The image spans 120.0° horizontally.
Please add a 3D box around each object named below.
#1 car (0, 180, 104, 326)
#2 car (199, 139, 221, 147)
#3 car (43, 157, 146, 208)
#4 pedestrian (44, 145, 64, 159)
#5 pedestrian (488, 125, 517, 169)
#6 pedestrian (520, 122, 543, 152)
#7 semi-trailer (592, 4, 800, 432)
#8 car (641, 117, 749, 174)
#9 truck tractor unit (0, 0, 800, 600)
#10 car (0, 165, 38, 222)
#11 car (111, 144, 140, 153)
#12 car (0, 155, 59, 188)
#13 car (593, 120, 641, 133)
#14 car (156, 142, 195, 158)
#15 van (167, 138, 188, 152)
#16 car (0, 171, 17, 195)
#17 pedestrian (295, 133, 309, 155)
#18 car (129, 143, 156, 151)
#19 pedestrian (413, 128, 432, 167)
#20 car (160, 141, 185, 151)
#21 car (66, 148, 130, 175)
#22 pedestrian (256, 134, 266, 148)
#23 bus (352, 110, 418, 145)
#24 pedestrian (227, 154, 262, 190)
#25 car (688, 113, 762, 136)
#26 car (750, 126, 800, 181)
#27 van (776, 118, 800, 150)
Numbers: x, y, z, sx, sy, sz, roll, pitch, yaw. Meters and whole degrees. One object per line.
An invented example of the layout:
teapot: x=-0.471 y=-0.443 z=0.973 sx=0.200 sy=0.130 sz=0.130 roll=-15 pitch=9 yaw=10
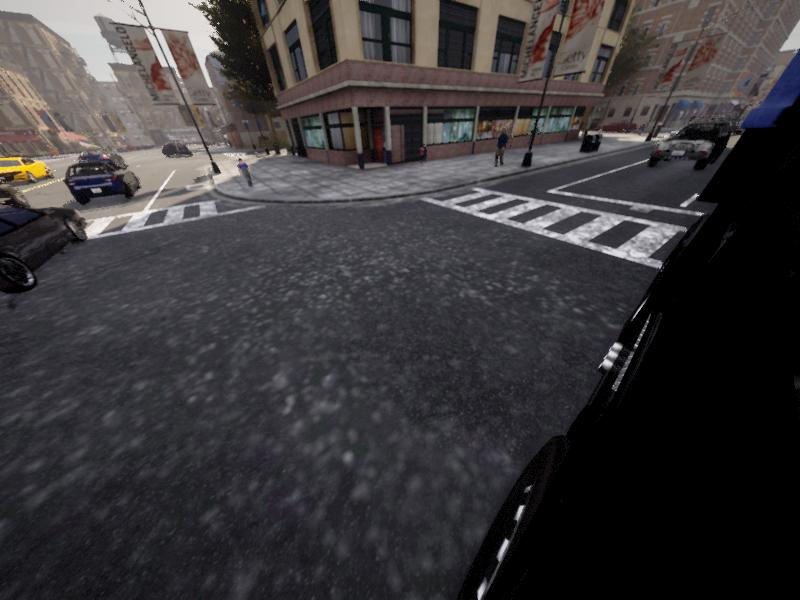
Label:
car: x=-8.495 y=-1.088 z=4.507 sx=2.033 sy=1.411 sz=5.357 roll=-25 pitch=42 yaw=-26
car: x=-49.646 y=-41.213 z=60.516 sx=2.163 sy=1.488 sz=4.792 roll=-6 pitch=37 yaw=-4
car: x=-14.175 y=-5.801 z=11.083 sx=1.816 sy=1.474 sz=4.193 roll=-25 pitch=42 yaw=-27
pedestrian: x=-57.644 y=-24.713 z=38.499 sx=0.751 sy=1.860 sz=0.751 roll=-19 pitch=40 yaw=-20
pedestrian: x=5.289 y=-7.956 z=12.042 sx=0.751 sy=1.860 sz=0.751 roll=-28 pitch=44 yaw=-30
pedestrian: x=10.150 y=-12.588 z=17.879 sx=0.751 sy=1.860 sz=0.751 roll=-18 pitch=40 yaw=-19
semi-trailer: x=9.017 y=-3.376 z=3.870 sx=14.254 sy=4.402 sz=2.717 roll=-24 pitch=42 yaw=-26
car: x=14.366 y=-7.622 z=11.274 sx=4.605 sy=1.855 sz=1.932 roll=-25 pitch=42 yaw=-26
truck tractor unit: x=2.645 y=-0.295 z=0.351 sx=6.516 sy=4.208 sz=3.053 roll=-28 pitch=44 yaw=-30
car: x=-15.955 y=-3.731 z=8.105 sx=1.905 sy=1.878 sz=3.866 roll=-25 pitch=42 yaw=-26
car: x=-61.618 y=-34.204 z=52.012 sx=2.002 sy=1.452 sz=4.674 roll=-11 pitch=38 yaw=-11
car: x=-27.630 y=-9.360 z=16.656 sx=1.882 sy=1.535 sz=5.008 roll=-26 pitch=43 yaw=-27
car: x=34.143 y=-27.366 z=36.499 sx=1.882 sy=1.535 sz=5.008 roll=-27 pitch=43 yaw=-29
car: x=-31.318 y=-20.926 z=32.223 sx=3.988 sy=1.617 sz=1.851 roll=12 pitch=40 yaw=19
van: x=-44.270 y=-31.004 z=46.165 sx=1.775 sy=1.987 sz=4.442 roll=-21 pitch=41 yaw=-22
car: x=-23.627 y=-6.142 z=12.253 sx=1.994 sy=1.385 sz=4.181 roll=-25 pitch=42 yaw=-27
pedestrian: x=-10.555 y=-16.818 z=24.877 sx=0.751 sy=1.860 sz=0.751 roll=-26 pitch=43 yaw=-28
car: x=-62.917 y=-37.457 z=56.548 sx=1.895 sy=1.301 sz=4.718 roll=-5 pitch=37 yaw=-3
pedestrian: x=1.330 y=-9.107 z=13.835 sx=0.751 sy=1.860 sz=0.751 roll=-27 pitch=43 yaw=-29
car: x=-51.007 y=-34.712 z=51.924 sx=2.038 sy=1.542 sz=4.974 roll=-13 pitch=38 yaw=-14
car: x=-27.077 y=-12.705 z=20.996 sx=2.152 sy=1.651 sz=5.027 roll=-25 pitch=42 yaw=-26
pedestrian: x=-23.322 y=-26.644 z=38.789 sx=0.751 sy=1.860 sz=0.751 roll=-25 pitch=42 yaw=-26
bus: x=-2.164 y=-29.094 z=38.949 sx=10.273 sy=4.253 sz=3.944 roll=-25 pitch=42 yaw=-26
pedestrian: x=-7.061 y=-5.849 z=10.526 sx=0.751 sy=1.300 sz=0.751 roll=-29 pitch=44 yaw=-30
car: x=35.081 y=-19.126 z=25.201 sx=1.932 sy=1.855 sz=4.605 roll=7 pitch=38 yaw=10
car: x=16.701 y=-5.952 z=9.231 sx=4.792 sy=1.488 sz=2.163 roll=-25 pitch=42 yaw=-26
van: x=28.245 y=-11.673 z=15.285 sx=6.366 sy=2.431 sz=2.351 roll=-25 pitch=42 yaw=-26
